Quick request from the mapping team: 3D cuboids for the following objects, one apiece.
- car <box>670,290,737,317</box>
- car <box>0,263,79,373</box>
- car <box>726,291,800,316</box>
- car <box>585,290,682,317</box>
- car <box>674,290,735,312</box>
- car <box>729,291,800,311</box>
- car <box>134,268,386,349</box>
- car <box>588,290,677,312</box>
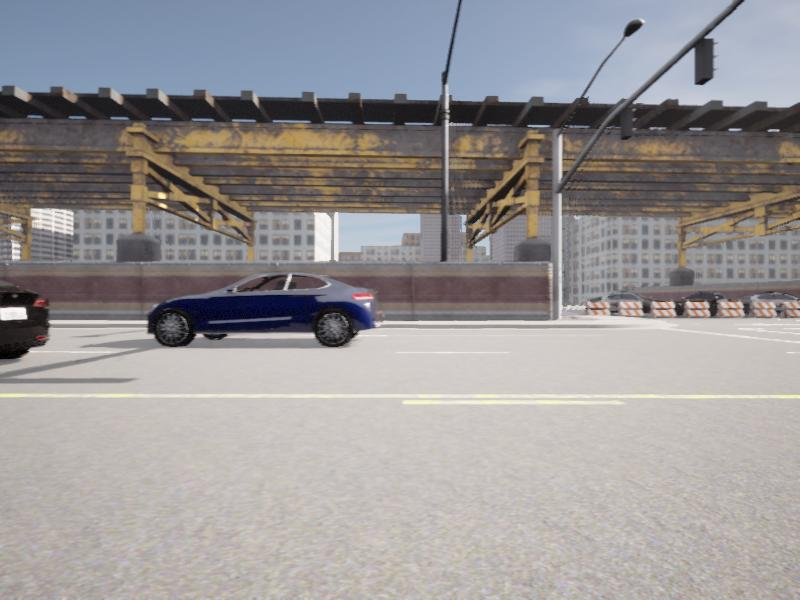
[{"bbox_3d":[19.160,0.220,25.143,4.974,1.542,2.038,0,0,-36],"label":"car"},{"bbox_3d":[-7.832,0.240,5.698,4.792,1.488,2.163,0,0,0],"label":"car"},{"bbox_3d":[24.526,0.227,25.931,4.974,1.542,2.038,0,0,29],"label":"car"},{"bbox_3d":[14.551,0.214,25.133,4.974,1.542,2.038,0,0,44],"label":"car"},{"bbox_3d":[19.201,0.062,25.174,4.536,1.218,1.853,0,0,-36],"label":"car"},{"bbox_3d":[24.481,0.069,25.956,4.536,1.218,1.853,0,0,29],"label":"car"},{"bbox_3d":[-2.887,0.176,9.203,5.027,1.651,2.152,0,0,0],"label":"car"},{"bbox_3d":[14.514,0.056,25.168,4.536,1.218,1.853,0,0,44],"label":"car"}]
